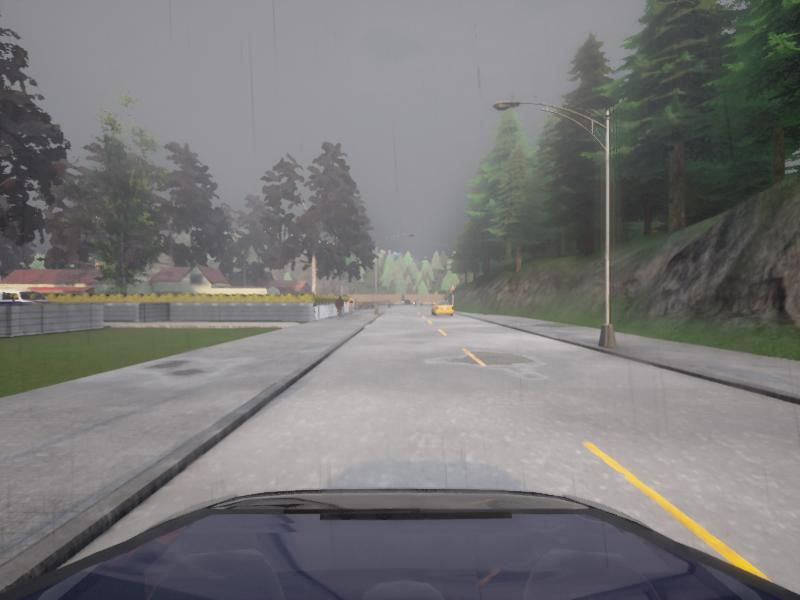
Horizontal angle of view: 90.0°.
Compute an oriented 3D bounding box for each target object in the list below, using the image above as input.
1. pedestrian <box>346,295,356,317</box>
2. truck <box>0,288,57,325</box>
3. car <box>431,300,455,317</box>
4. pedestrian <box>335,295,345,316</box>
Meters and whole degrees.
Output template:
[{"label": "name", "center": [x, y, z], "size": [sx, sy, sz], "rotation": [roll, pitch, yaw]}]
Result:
[{"label": "pedestrian", "center": [-4.131, 0.494, 33.847], "size": [0.751, 1.860, 0.751], "rotation": [0, 0, -1]}, {"label": "truck", "center": [-22.887, 0.352, 23.029], "size": [4.478, 2.038, 2.069], "rotation": [0, 0, 0]}, {"label": "car", "center": [4.156, 0.755, 39.468], "size": [1.801, 1.575, 5.366], "rotation": [0, 0, 0]}, {"label": "pedestrian", "center": [-5.247, 0.492, 34.888], "size": [0.751, 1.860, 0.751], "rotation": [0, 0, 0]}]
